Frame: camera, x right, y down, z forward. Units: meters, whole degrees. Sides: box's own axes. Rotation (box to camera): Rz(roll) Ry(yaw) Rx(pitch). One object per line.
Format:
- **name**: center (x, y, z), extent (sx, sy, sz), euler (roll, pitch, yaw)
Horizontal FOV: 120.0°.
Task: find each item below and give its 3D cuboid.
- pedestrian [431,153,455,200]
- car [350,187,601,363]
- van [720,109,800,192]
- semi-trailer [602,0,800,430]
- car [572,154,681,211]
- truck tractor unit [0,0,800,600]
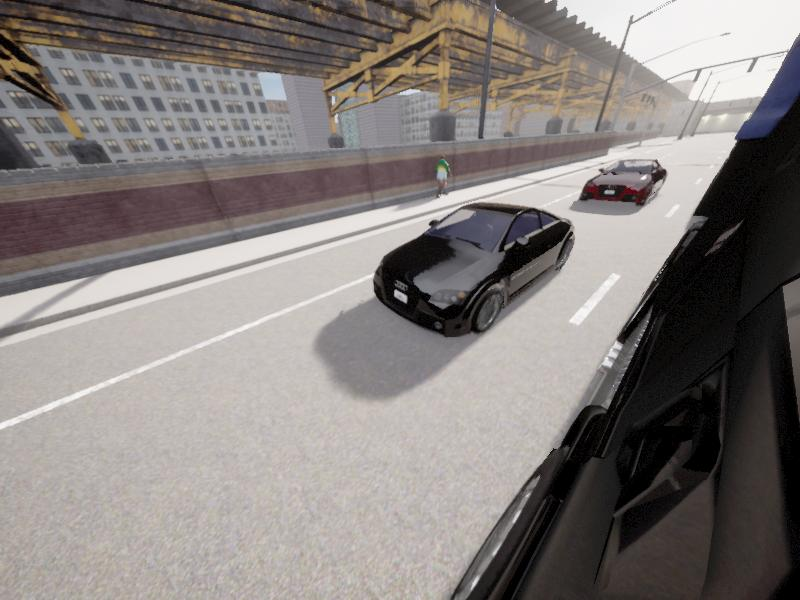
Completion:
- **pedestrian**: center (2.013, -5.894, 11.039), extent (0.751, 1.860, 0.751), euler (-27, 39, -30)
- **car**: center (1.531, -0.983, 4.269), extent (4.181, 1.385, 1.994), euler (-27, 39, -30)
- **van**: center (16.445, -6.590, 9.953), extent (5.915, 2.561, 1.988), euler (-27, 39, -30)
- **semi-trailer**: center (8.675, -3.510, 4.404), extent (14.254, 4.402, 2.717), euler (-27, 39, -31)
- **car**: center (9.067, -4.812, 9.229), extent (4.181, 1.385, 1.994), euler (-27, 39, -30)
- **truck tractor unit**: center (2.645, -0.295, 0.351), extent (6.516, 4.208, 3.053), euler (-28, 44, -30)
